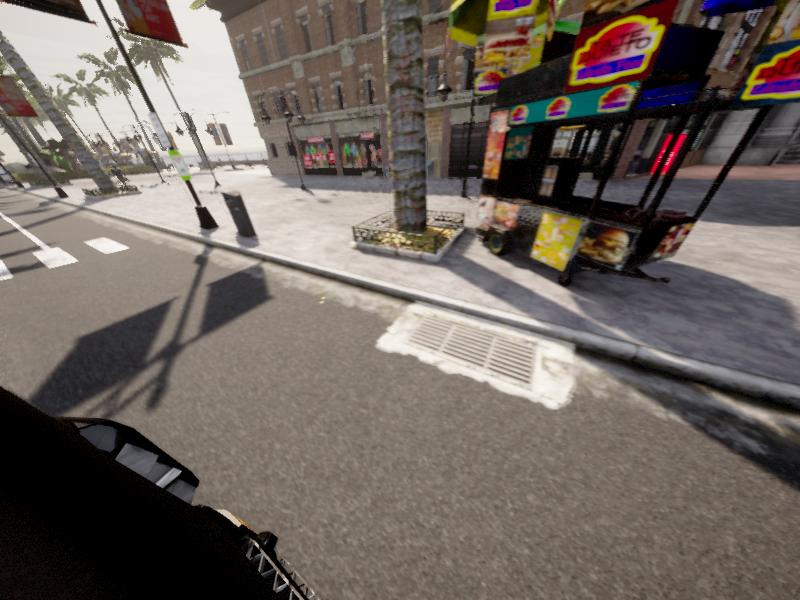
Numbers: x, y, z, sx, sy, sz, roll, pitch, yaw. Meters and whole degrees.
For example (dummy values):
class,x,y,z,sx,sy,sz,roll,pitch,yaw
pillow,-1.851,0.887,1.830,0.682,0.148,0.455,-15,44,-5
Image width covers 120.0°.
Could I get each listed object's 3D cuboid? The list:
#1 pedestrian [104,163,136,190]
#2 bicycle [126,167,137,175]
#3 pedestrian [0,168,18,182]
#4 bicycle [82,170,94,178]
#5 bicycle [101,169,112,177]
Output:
class,x,y,z,sx,sy,sz,roll,pitch,yaw
pedestrian,-22.746,-10.041,18.784,0.751,1.860,0.751,17,38,27
bicycle,-45.381,-21.792,38.997,1.643,1.024,0.373,15,38,25
pedestrian,-58.743,-18.645,34.474,0.751,1.860,0.751,8,35,16
bicycle,-47.846,-19.276,35.406,1.643,1.024,0.373,15,38,25
bicycle,-46.860,-20.283,36.843,1.643,1.024,0.373,15,38,25
